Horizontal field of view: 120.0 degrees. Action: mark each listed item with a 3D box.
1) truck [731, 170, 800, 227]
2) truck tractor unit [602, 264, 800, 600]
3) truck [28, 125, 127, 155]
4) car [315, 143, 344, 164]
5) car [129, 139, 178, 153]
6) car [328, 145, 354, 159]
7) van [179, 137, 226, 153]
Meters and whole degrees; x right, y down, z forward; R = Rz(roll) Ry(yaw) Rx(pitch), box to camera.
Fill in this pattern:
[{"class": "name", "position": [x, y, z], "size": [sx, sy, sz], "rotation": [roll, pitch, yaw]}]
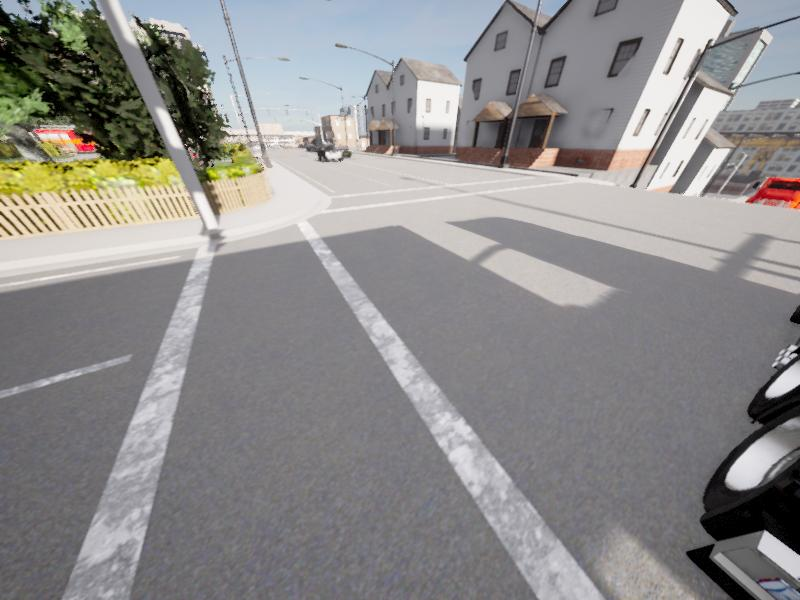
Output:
[{"class": "truck", "position": [25.898, -6.834, 15.827], "size": [5.204, 2.467, 2.627], "rotation": [-6, 32, -32]}, {"class": "truck tractor unit", "position": [5.108, -0.305, 0.782], "size": [6.516, 4.208, 3.053], "rotation": [-18, 39, -24]}, {"class": "truck", "position": [-53.426, -26.884, 38.857], "size": [8.468, 3.827, 2.891], "rotation": [-17, 38, -23]}, {"class": "car", "position": [-8.400, -17.429, 27.334], "size": [1.932, 1.855, 4.605], "rotation": [-17, 38, -24]}, {"class": "car", "position": [-45.523, -28.574, 42.906], "size": [5.566, 2.045, 2.150], "rotation": [-17, 39, -24]}, {"class": "car", "position": [-8.707, -21.630, 33.669], "size": [2.038, 1.542, 4.974], "rotation": [-18, 39, -24]}, {"class": "van", "position": [-38.914, -30.792, 45.812], "size": [6.366, 2.431, 2.351], "rotation": [-17, 39, -24]}]
